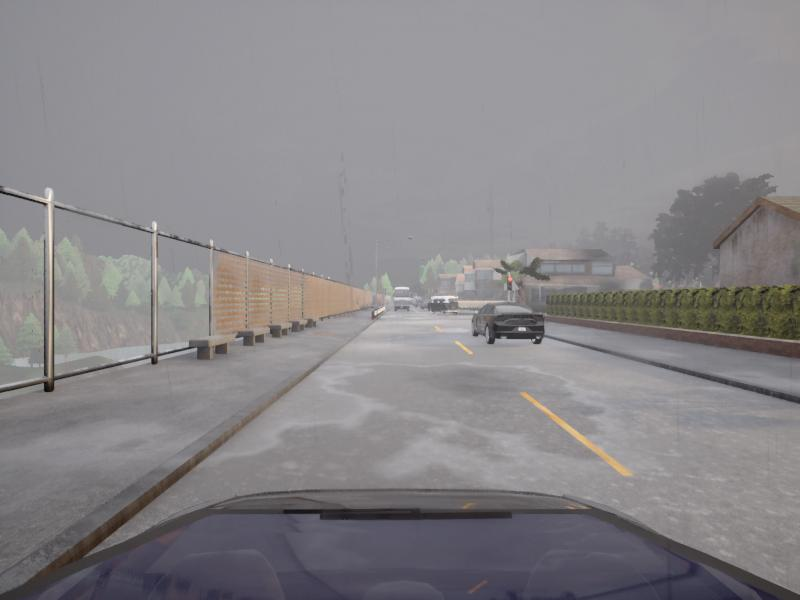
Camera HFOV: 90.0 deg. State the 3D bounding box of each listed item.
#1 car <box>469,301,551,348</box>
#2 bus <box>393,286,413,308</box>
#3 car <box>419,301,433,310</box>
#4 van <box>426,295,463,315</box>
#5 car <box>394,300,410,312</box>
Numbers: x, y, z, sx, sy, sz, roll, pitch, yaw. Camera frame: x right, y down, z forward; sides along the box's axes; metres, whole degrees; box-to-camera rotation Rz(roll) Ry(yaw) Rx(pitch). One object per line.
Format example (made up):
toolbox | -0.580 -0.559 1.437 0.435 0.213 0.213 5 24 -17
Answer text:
car | 4.085 0.823 15.817 1.882 1.535 5.008 0 0 0
bus | 0.551 -0.539 83.810 3.944 4.253 10.273 0 0 0
car | 4.337 0.895 67.461 2.033 1.411 5.357 0 0 0
van | 4.851 0.572 44.499 2.069 2.038 4.480 -3 1 -24
car | 0.314 0.781 57.989 2.152 1.651 5.027 0 0 2
